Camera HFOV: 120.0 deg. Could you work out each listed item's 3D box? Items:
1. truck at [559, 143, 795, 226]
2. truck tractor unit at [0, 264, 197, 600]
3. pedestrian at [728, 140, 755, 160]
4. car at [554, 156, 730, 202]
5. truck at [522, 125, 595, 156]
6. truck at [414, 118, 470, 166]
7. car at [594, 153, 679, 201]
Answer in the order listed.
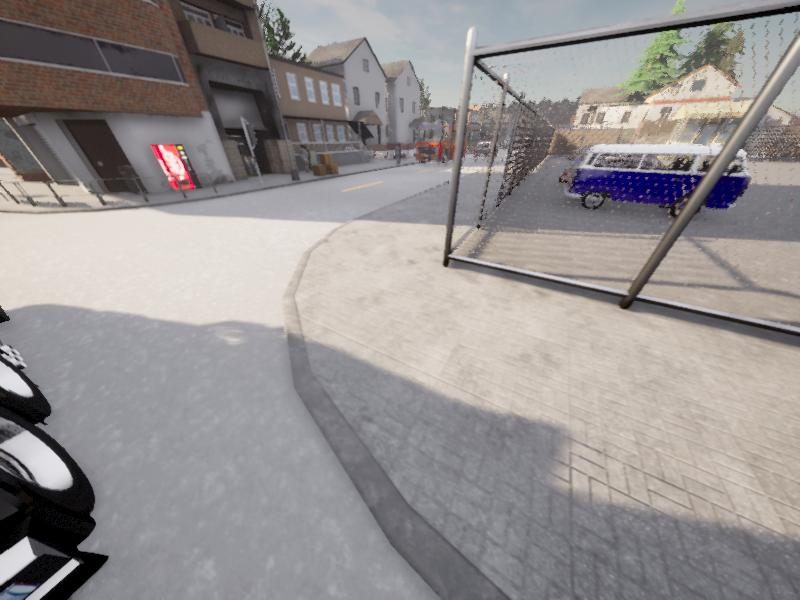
[{"bbox_3d":[8.521,-4.205,8.043,4.478,2.038,2.069,18,39,24],"label":"truck"},{"bbox_3d":[-5.110,-0.302,0.776,6.516,4.208,3.053,18,39,24],"label":"truck tractor unit"},{"bbox_3d":[38.756,-17.043,26.226,0.751,1.860,0.751,20,40,26],"label":"pedestrian"},{"bbox_3d":[10.648,-5.873,10.960,5.357,1.415,2.033,18,39,24],"label":"car"},{"bbox_3d":[24.975,-25.547,37.032,8.468,3.827,2.891,6,36,8],"label":"truck"},{"bbox_3d":[4.889,-17.601,25.827,2.891,3.827,8.468,18,39,24],"label":"truck"},{"bbox_3d":[10.900,-6.000,11.013,1.789,1.547,3.705,18,39,24],"label":"car"}]
